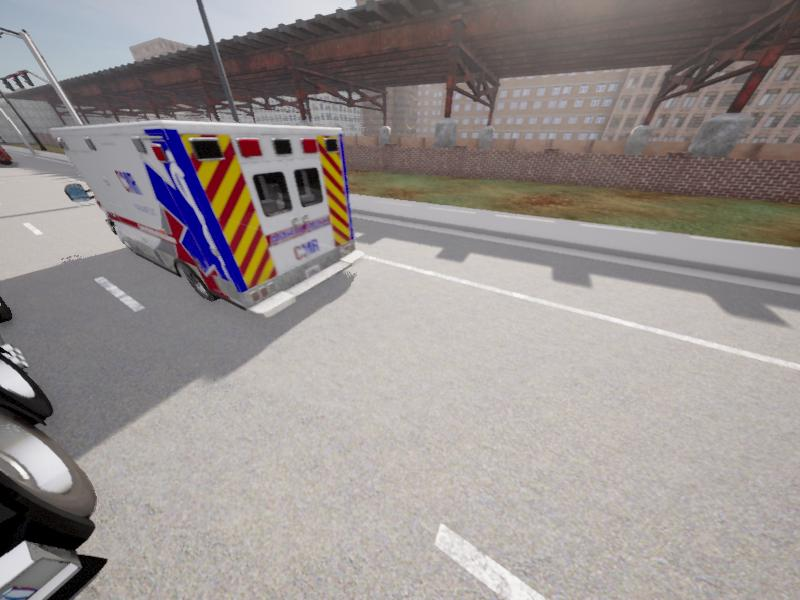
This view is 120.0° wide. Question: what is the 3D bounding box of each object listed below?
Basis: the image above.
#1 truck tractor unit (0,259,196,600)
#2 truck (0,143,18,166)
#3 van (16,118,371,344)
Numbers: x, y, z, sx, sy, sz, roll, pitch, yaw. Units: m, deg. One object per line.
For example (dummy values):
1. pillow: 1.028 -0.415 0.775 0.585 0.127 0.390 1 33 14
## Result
1. truck tractor unit: -5.098 -0.315 0.785 6.516 4.208 3.053 19 39 24
2. truck: -41.600 -15.233 22.006 8.468 3.827 2.891 18 39 23
3. van: -3.944 -1.888 4.608 6.366 2.431 2.351 18 39 24
